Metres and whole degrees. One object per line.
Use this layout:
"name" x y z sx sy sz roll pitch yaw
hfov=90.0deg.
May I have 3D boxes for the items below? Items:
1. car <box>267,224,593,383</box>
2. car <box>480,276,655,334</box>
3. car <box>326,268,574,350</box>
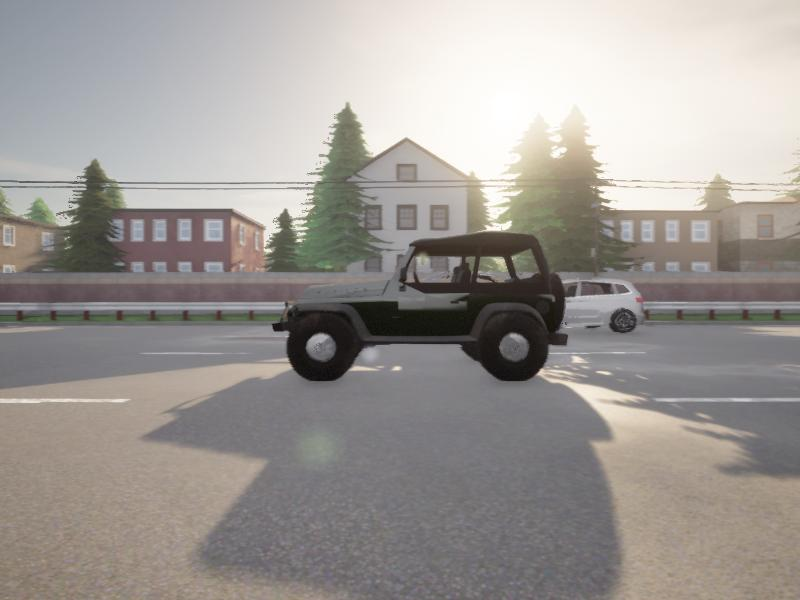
"car" 0.351 0.047 5.701 3.866 1.878 1.905 0 0 0
"car" 5.086 0.150 12.701 4.611 1.667 2.242 0 0 0
"car" 1.021 0.180 9.200 5.027 1.651 2.152 0 0 0
